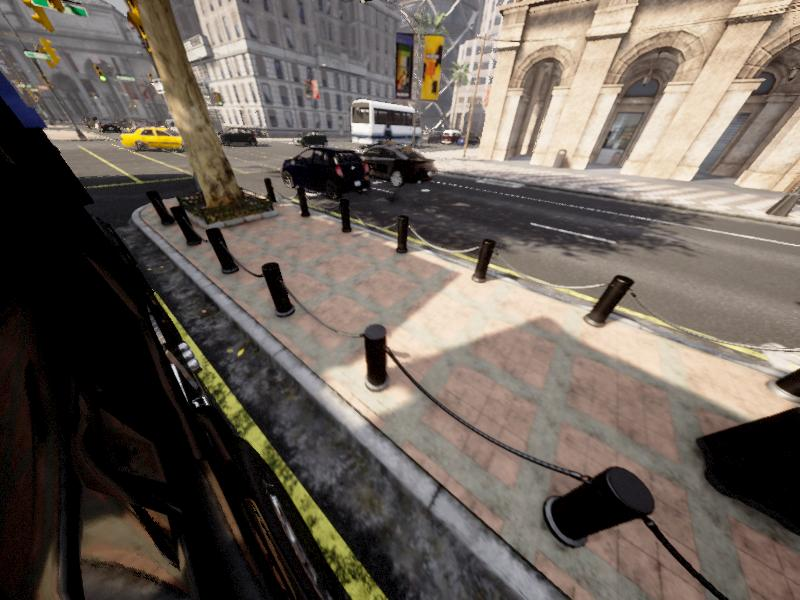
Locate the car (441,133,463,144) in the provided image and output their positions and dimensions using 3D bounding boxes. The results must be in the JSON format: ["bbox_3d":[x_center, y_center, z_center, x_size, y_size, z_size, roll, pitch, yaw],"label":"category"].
[{"bbox_3d":[10.397,-32.313,46.029,1.930,1.638,5.238,27,44,29],"label":"car"}]

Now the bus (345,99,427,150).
[{"bbox_3d":[-1.311,-21.400,28.549,3.944,4.253,10.273,26,43,28],"label":"bus"}]

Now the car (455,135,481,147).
[{"bbox_3d":[11.193,-26.050,37.864,2.163,1.488,4.792,27,43,28],"label":"car"}]

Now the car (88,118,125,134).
[{"bbox_3d":[-38.788,-22.992,30.530,4.974,1.542,2.038,26,43,28],"label":"car"}]

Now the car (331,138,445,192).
[{"bbox_3d":[-0.739,-6.647,11.095,5.238,1.638,1.930,26,43,29],"label":"car"}]

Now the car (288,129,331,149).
[{"bbox_3d":[-9.680,-17.436,24.973,1.789,1.549,3.705,26,43,28],"label":"car"}]

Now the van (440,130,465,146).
[{"bbox_3d":[9.094,-28.117,40.021,2.069,2.038,4.480,27,43,28],"label":"van"}]

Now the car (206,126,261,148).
[{"bbox_3d":[-16.209,-15.999,22.640,1.789,1.549,3.705,26,43,28],"label":"car"}]

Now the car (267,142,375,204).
[{"bbox_3d":[-2.947,-4.960,8.798,3.633,1.501,1.845,25,42,26],"label":"car"}]

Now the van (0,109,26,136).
[{"bbox_3d":[-39.514,-17.472,22.702,4.480,2.038,2.069,26,43,28],"label":"van"}]

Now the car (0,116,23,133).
[{"bbox_3d":[-44.620,-19.779,25.948,4.674,1.442,1.812,27,43,28],"label":"car"}]

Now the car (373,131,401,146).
[{"bbox_3d":[-1.765,-23.357,33.335,1.851,1.617,3.988,26,43,28],"label":"car"}]

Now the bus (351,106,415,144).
[{"bbox_3d":[-2.356,-27.241,36.274,3.944,4.253,10.273,27,43,28],"label":"bus"}]

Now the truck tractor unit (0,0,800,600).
[{"bbox_3d":[-2.645,-0.295,0.351,6.516,4.208,3.053,28,44,30],"label":"truck tractor unit"}]

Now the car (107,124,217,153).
[{"bbox_3d":[-17.425,-12.057,17.285,5.366,1.575,1.801,-5,37,-10],"label":"car"}]

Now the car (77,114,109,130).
[{"bbox_3d":[-47.469,-27.480,35.667,4.605,1.855,1.932,26,43,28],"label":"car"}]

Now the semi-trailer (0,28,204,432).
[{"bbox_3d":[-8.824,-3.521,4.094,14.254,4.402,2.717,27,43,28],"label":"semi-trailer"}]

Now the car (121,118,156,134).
[{"bbox_3d":[-38.076,-25.338,33.630,5.027,1.651,2.152,27,43,28],"label":"car"}]

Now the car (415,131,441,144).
[{"bbox_3d":[4.987,-28.389,40.425,2.242,1.667,4.611,27,43,28],"label":"car"}]
